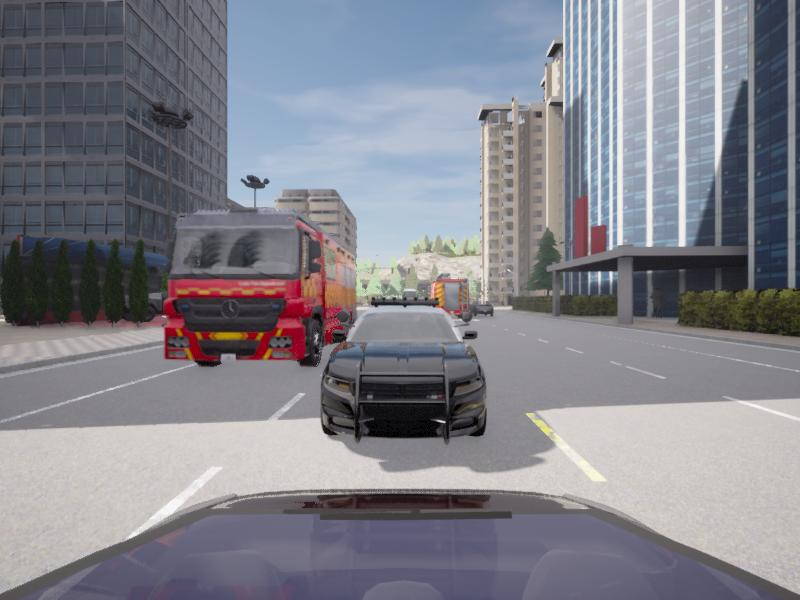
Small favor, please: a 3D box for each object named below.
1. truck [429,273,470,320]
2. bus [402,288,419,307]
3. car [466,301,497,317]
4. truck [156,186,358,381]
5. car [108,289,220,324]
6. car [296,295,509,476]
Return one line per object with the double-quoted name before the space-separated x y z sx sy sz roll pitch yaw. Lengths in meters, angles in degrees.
"truck" 4.371 -0.321 36.909 2.891 3.827 8.468 0 0 1
"bus" 2.541 -0.538 97.341 3.944 4.253 10.273 0 0 1
"car" 7.930 0.836 39.309 2.128 1.511 4.902 0 0 1
"truck" -3.271 -0.321 12.118 2.891 3.827 8.468 0 0 2
"car" -16.000 0.402 27.594 2.390 2.098 6.274 0 0 32
"car" 0.079 0.771 6.250 1.930 1.638 5.238 0 0 1
